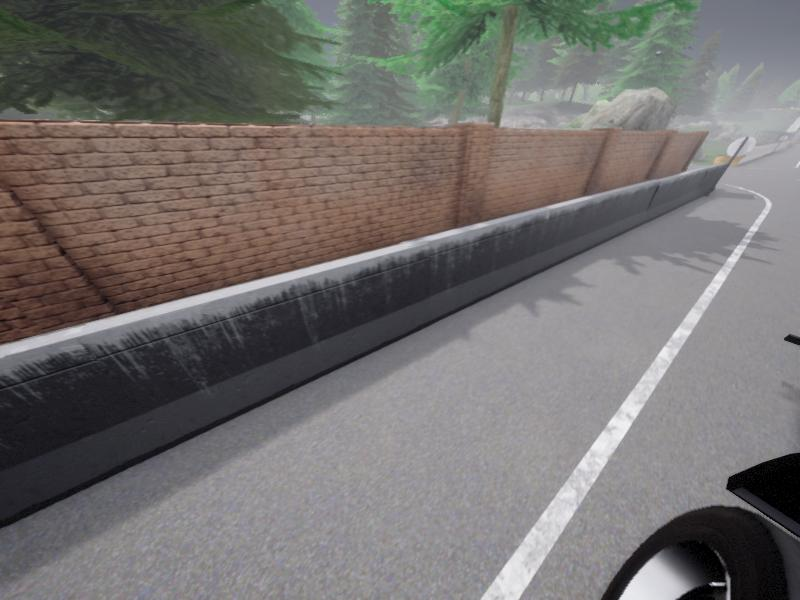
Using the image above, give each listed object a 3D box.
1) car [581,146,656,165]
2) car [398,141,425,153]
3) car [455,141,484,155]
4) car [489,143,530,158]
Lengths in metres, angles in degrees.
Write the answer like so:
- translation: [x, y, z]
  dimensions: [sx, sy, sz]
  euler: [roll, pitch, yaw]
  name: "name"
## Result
- translation: [20.423, -13.774, 21.864]
  dimensions: [1.895, 1.301, 4.718]
  euler: [-20, 39, -25]
  name: "car"
- translation: [1.881, -26.361, 39.776]
  dimensions: [2.128, 1.511, 4.902]
  euler: [-21, 40, -27]
  name: "car"
- translation: [10.304, -22.781, 34.563]
  dimensions: [1.789, 1.549, 3.705]
  euler: [-21, 40, -27]
  name: "car"
- translation: [14.102, -19.431, 29.918]
  dimensions: [1.994, 1.385, 4.181]
  euler: [-21, 40, -26]
  name: "car"
